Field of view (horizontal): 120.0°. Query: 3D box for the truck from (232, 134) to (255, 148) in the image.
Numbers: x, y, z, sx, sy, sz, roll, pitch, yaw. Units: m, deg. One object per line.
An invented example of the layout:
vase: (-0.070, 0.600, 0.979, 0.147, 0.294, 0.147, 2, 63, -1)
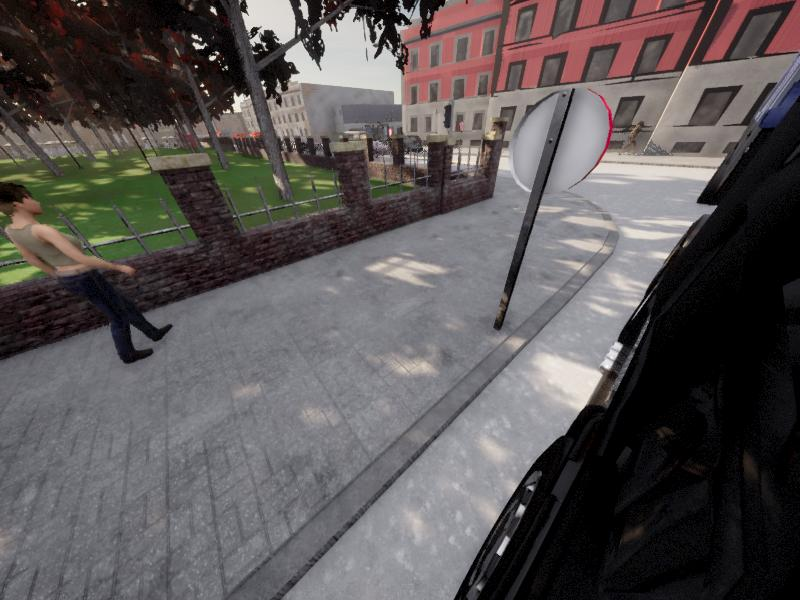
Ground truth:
truck: (-35.310, -35.916, 52.114, 2.627, 2.467, 5.204, -28, 44, -30)

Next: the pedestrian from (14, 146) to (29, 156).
pedestrian: (-86.648, -34.109, 52.827, 0.751, 1.860, 0.751, -25, 42, -27)

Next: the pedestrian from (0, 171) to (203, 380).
pedestrian: (-3.089, -0.163, 2.287, 0.751, 1.860, 0.751, 8, 38, 14)

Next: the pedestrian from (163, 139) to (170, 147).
pedestrian: (-67.928, -45.747, 67.214, 0.751, 1.860, 0.751, -25, 42, -27)

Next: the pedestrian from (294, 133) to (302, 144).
pedestrian: (-22.138, -35.180, 50.238, 0.751, 1.860, 0.751, 26, 45, 33)

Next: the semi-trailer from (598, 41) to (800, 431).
semi-trailer: (8.691, -3.611, 4.234, 14.254, 4.402, 2.717, -28, 44, -30)

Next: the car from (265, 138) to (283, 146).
car: (-26.846, -33.631, 49.149, 1.895, 1.301, 4.718, -29, 44, -30)

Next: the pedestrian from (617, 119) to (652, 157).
pedestrian: (14.645, -10.112, 14.462, 0.751, 1.860, 0.751, -28, 43, -29)

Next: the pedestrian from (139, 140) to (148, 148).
pedestrian: (-70.939, -43.080, 63.841, 0.751, 1.860, 0.751, -31, 45, -32)

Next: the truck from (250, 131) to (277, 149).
truck: (-24.879, -29.126, 42.042, 2.627, 2.467, 5.204, -27, 43, -29)

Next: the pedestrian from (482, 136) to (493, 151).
pedestrian: (7.911, -14.183, 20.954, 0.500, 1.100, 0.500, -19, 40, -21)

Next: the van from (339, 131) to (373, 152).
van: (-5.411, -19.276, 28.064, 1.775, 1.987, 4.442, -28, 44, -30)

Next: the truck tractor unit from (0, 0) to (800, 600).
truck tractor unit: (2.645, -0.295, 0.351, 6.516, 4.208, 3.053, -28, 44, -30)

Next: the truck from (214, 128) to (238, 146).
truck: (-48.766, -45.619, 64.758, 2.891, 3.827, 8.468, -28, 44, -30)

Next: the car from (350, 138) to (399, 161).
car: (-2.273, -13.242, 20.261, 1.812, 1.442, 4.674, -27, 43, -29)

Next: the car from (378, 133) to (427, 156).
car: (0.153, -15.324, 22.737, 2.033, 1.649, 4.856, -28, 44, -30)

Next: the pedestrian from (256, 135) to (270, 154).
pedestrian: (-16.617, -18.851, 28.087, 0.751, 1.860, 0.751, -23, 41, -25)

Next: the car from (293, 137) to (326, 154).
car: (-11.433, -19.527, 29.149, 1.882, 1.535, 5.008, -27, 43, -29)
